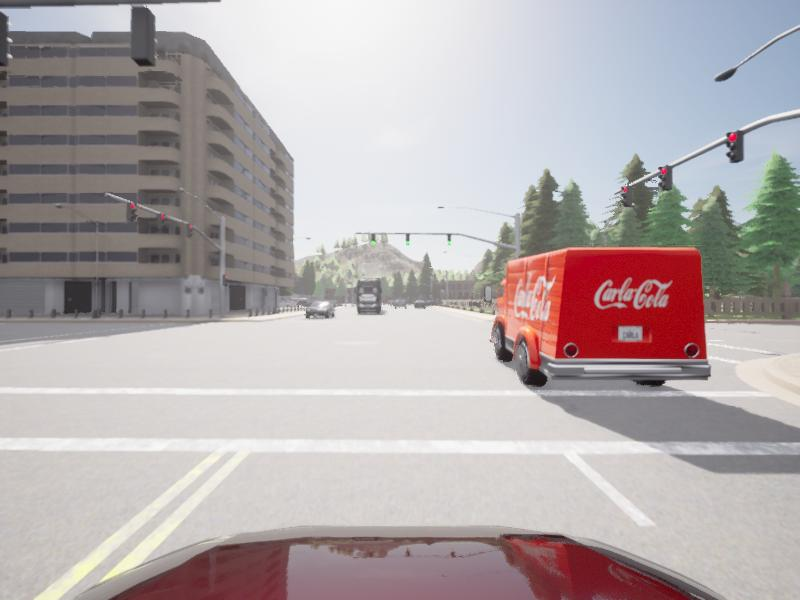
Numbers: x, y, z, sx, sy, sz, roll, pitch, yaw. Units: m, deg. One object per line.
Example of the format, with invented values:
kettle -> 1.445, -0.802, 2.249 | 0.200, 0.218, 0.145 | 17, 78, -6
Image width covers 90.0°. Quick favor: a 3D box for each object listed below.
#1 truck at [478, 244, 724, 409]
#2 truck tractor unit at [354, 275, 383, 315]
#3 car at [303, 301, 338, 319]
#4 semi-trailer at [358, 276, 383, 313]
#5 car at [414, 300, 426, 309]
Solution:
truck -> 3.508, 0.334, 8.582 | 2.627, 2.467, 5.204 | 0, 2, 0
truck tractor unit -> -3.531, -0.535, 46.324 | 3.053, 4.208, 6.516 | 0, 0, -1
car -> -6.949, 0.839, 35.381 | 2.163, 1.488, 4.792 | 0, 0, 0
semi-trailer -> -3.758, -0.636, 54.235 | 2.717, 4.402, 14.254 | 0, 0, -2
car -> 3.615, 0.746, 73.917 | 1.930, 1.638, 5.238 | 0, 0, 0
